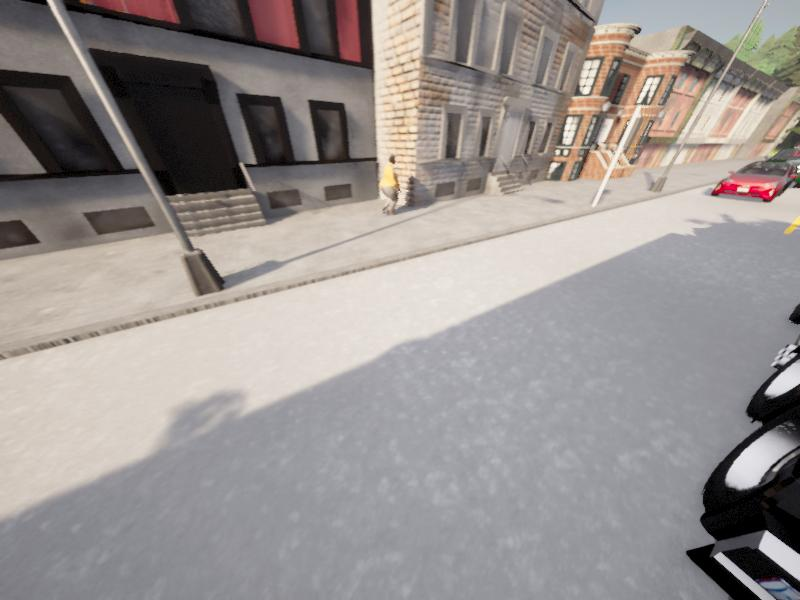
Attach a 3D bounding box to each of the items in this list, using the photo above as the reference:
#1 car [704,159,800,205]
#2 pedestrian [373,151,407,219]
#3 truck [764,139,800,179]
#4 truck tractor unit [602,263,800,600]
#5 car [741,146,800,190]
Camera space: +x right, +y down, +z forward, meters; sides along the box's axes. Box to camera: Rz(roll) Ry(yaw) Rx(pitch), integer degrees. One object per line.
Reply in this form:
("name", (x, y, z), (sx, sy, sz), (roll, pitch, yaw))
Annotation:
("car", (17.604, -5.903, 11.307), (4.514, 1.525, 2.007), (-18, 39, -24))
("pedestrian", (-0.318, -3.690, 7.453), (0.751, 1.860, 0.751), (-16, 38, -22))
("truck", (32.093, -10.995, 17.926), (5.204, 2.467, 2.627), (-18, 39, -24))
("truck tractor unit", (5.109, -0.303, 0.784), (6.516, 4.208, 3.053), (-18, 39, -24))
("car", (24.702, -8.431, 14.548), (5.566, 2.045, 2.150), (-18, 39, -24))
